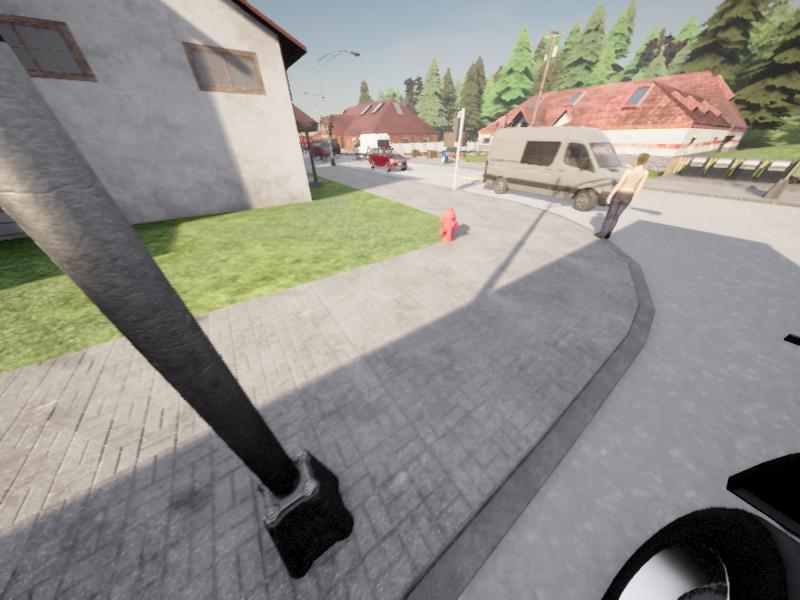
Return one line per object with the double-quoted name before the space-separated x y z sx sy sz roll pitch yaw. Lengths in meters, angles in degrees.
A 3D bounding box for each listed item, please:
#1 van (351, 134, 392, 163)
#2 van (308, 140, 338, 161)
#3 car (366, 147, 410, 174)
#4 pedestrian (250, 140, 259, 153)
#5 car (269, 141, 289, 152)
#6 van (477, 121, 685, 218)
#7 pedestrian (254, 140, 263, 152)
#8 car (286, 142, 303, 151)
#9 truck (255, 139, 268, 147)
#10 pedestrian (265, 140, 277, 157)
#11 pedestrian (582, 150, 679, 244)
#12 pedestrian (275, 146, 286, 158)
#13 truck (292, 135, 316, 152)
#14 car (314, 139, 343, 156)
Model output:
"van" -3.382 -17.708 26.838 1.988 2.561 5.915 -22 41 -27
"van" -9.567 -18.568 28.583 1.775 1.987 4.442 -22 41 -28
"car" -1.046 -11.348 18.655 1.789 1.549 3.705 -22 41 -28
"pedestrian" -25.535 -26.987 40.530 0.751 1.860 0.751 -13 37 -18
"car" -23.910 -30.236 45.512 2.242 1.667 4.611 -22 41 -28
"van" 6.357 -5.513 9.471 1.988 2.561 5.915 -19 39 -25
"pedestrian" -25.482 -27.681 41.514 0.751 1.860 0.751 -21 40 -27
"car" -22.975 -33.406 50.119 2.038 1.542 4.974 -21 40 -27
"truck" -47.585 -53.887 79.170 2.390 2.098 6.274 -22 41 -28
"pedestrian" -17.479 -20.502 31.273 0.751 1.860 0.751 -22 41 -28
"pedestrian" 5.184 -2.372 5.394 0.751 1.860 0.751 14 38 19
"pedestrian" -14.994 -18.552 28.974 0.751 1.300 0.751 -10 36 -13
"truck" -18.631 -30.306 44.829 2.627 2.467 5.204 -22 39 -28
"car" -11.271 -24.023 36.274 2.150 2.045 5.566 -22 40 -27
